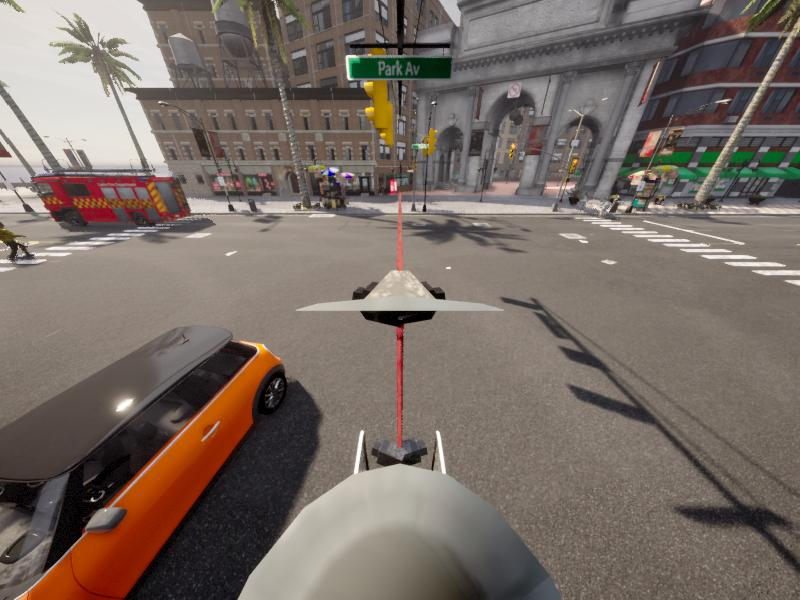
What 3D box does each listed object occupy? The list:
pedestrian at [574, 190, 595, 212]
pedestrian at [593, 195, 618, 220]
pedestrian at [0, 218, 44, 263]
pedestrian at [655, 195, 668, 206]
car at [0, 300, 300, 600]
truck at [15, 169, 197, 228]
[{"bbox_3d":[17.743,-9.495,22.239,0.751,1.860,0.751,-12,32,-20],"label":"pedestrian"},{"bbox_3d":[17.558,-7.891,19.764,0.751,1.860,0.751,1,30,2],"label":"pedestrian"},{"bbox_3d":[-18.481,-2.834,11.005,0.751,1.860,0.751,9,31,15],"label":"pedestrian"},{"bbox_3d":[29.017,-11.038,25.671,0.500,1.100,0.500,16,34,26],"label":"pedestrian"},{"bbox_3d":[-3.582,1.982,2.778,2.097,1.767,4.553,5,30,8],"label":"car"},{"bbox_3d":[-21.736,-7.834,17.751,8.468,3.827,2.891,0,30,1],"label":"truck"}]
